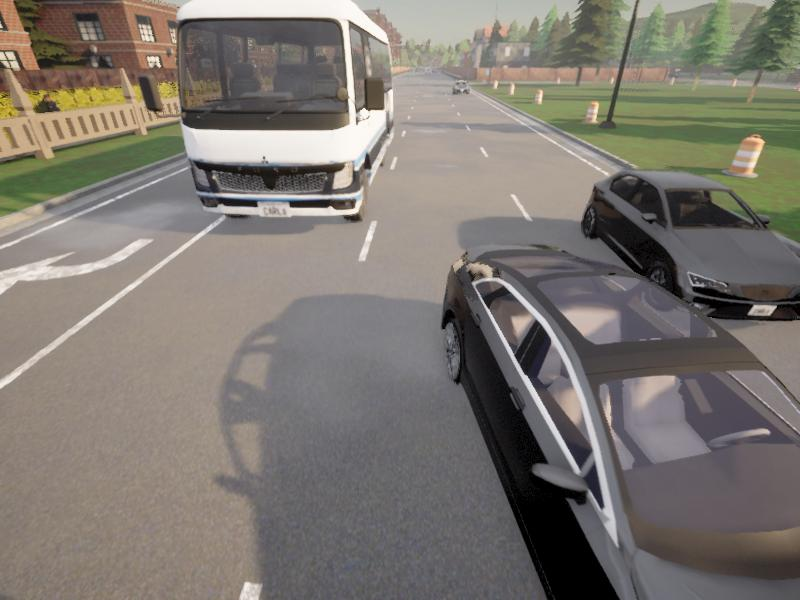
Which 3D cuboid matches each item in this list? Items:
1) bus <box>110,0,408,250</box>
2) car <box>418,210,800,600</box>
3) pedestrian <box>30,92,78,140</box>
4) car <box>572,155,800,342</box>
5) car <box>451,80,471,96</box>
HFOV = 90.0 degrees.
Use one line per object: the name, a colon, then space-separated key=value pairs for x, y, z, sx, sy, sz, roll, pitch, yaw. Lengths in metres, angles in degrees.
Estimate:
bus: x=-1.992 y=-5.435 z=11.057 sx=3.944 sy=4.253 sz=10.273 roll=2 pitch=30 yaw=3
car: x=1.664 y=0.847 z=3.050 sx=2.128 sy=1.511 sz=4.902 roll=-2 pitch=31 yaw=-8
pedestrian: x=-15.154 y=-8.085 z=17.583 sx=0.751 sy=1.860 sz=0.751 roll=1 pitch=30 yaw=2
car: x=4.550 y=-1.177 z=6.540 sx=1.816 sy=1.474 sz=4.193 roll=2 pitch=30 yaw=3
car: x=7.308 y=-25.450 z=47.958 sx=1.970 sy=1.475 sz=3.806 roll=2 pitch=30 yaw=3
